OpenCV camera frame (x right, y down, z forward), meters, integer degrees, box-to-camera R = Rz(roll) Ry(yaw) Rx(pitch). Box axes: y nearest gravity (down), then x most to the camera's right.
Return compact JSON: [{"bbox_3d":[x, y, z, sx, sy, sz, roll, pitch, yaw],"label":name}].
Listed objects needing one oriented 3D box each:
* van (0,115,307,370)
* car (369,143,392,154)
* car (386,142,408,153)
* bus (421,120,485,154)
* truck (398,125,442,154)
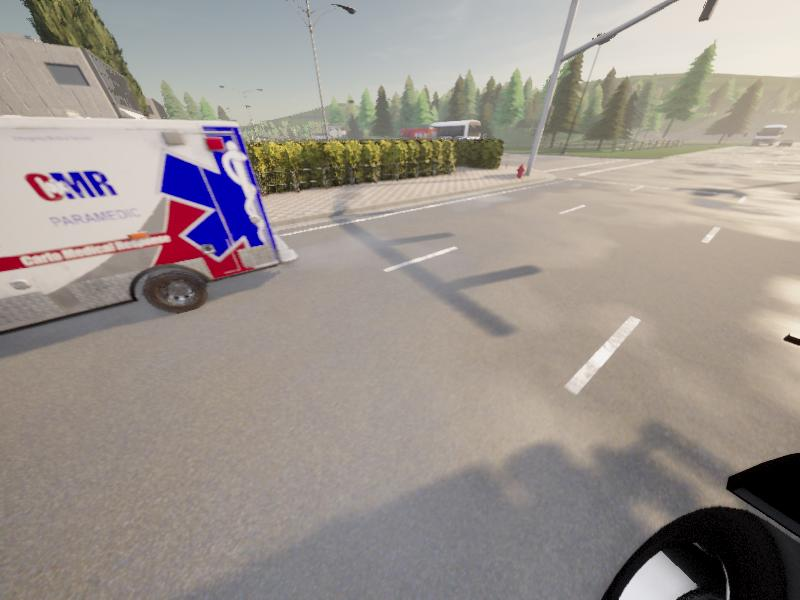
[{"bbox_3d":[-5.095,-0.866,3.072,6.366,2.431,2.351,-22,41,-28],"label":"van"},{"bbox_3d":[-3.306,-25.471,38.810,1.812,1.442,4.674,-22,40,-27],"label":"car"},{"bbox_3d":[-0.580,-26.828,40.571,1.851,1.617,3.988,-22,40,-27],"label":"car"},{"bbox_3d":[8.387,-27.398,39.011,3.944,4.253,10.273,-22,40,-27],"label":"bus"},{"bbox_3d":[3.193,-28.141,40.477,2.891,3.827,8.468,-22,40,-27],"label":"truck"}]
